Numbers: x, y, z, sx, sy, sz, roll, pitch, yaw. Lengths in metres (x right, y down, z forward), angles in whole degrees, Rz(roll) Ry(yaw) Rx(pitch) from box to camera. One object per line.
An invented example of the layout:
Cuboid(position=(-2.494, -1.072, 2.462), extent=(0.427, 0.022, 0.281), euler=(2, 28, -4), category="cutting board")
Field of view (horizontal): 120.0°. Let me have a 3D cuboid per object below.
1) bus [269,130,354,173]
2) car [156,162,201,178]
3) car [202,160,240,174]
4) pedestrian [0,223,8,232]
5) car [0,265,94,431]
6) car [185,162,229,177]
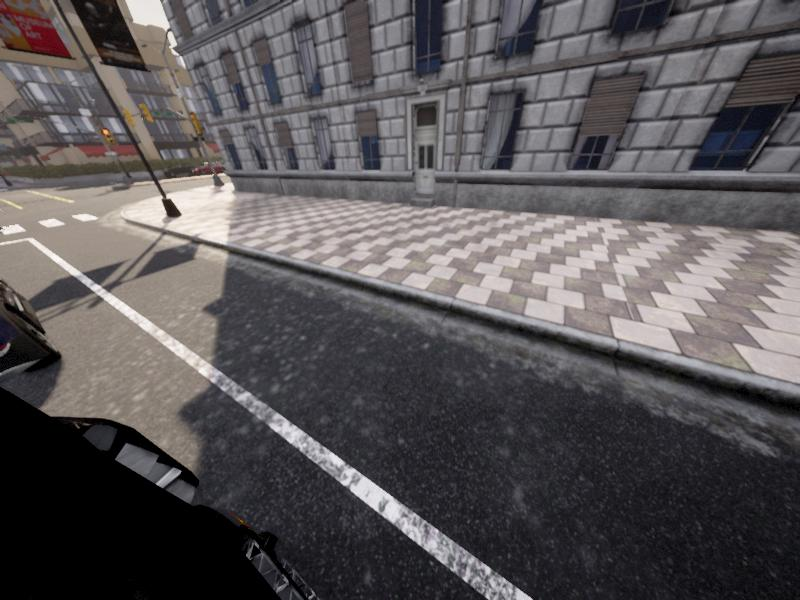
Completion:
Cuboid(position=(-11.574, -20.614, 31.996), extent=(3.944, 4.253, 10.273), euler=(17, 38, 27), category="bus")
Cuboid(position=(-29.909, -17.612, 31.314), extent=(1.789, 1.549, 3.705), euler=(16, 38, 26), category="car")
Cuboid(position=(-27.189, -20.277, 35.189), extent=(1.970, 1.475, 3.806), euler=(16, 38, 26), category="car")
Cuboid(position=(-16.236, -3.429, 8.611), extent=(0.751, 1.860, 0.751), euler=(15, 38, 25), category="pedestrian")
Cuboid(position=(-6.308, 0.204, 2.641), extent=(4.856, 1.649, 2.033), euler=(16, 38, 26), category="car")
Cuboid(position=(-25.913, -17.677, 31.178), extent=(1.970, 1.475, 3.806), euler=(16, 38, 26), category="car")
